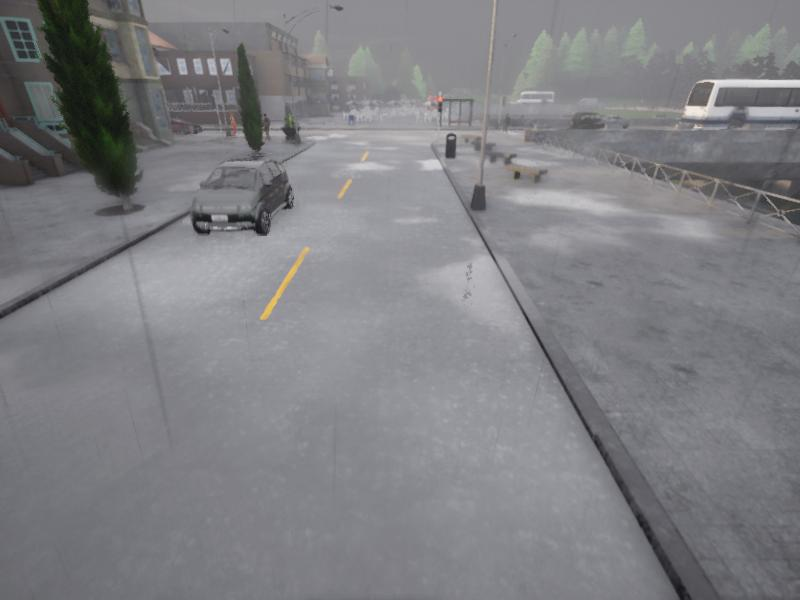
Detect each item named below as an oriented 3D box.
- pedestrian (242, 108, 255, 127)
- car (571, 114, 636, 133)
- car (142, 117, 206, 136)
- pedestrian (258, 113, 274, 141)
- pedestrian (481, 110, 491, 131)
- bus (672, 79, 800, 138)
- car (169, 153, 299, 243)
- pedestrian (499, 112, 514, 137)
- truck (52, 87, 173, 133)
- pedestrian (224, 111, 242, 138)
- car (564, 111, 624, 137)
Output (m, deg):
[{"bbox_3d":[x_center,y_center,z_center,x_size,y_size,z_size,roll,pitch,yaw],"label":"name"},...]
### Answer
[{"bbox_3d":[-16.013,-19.314,42.326,0.751,1.860,0.751,16,31,28],"label":"pedestrian"},{"bbox_3d":[19.260,-16.828,38.110,4.902,1.511,2.128,1,27,1],"label":"car"},{"bbox_3d":[-19.664,-15.134,34.939,4.181,1.385,1.994,0,27,1],"label":"car"},{"bbox_3d":[-9.732,-12.579,29.096,0.751,1.860,0.751,-12,29,-22],"label":"pedestrian"},{"bbox_3d":[8.325,-17.360,38.716,0.751,1.860,0.751,7,28,14],"label":"pedestrian"},{"bbox_3d":[30.252,-16.365,34.178,10.273,4.253,3.944,1,27,2],"label":"bus"},{"bbox_3d":[-4.072,-2.859,10.618,1.789,1.549,3.705,0,27,0],"label":"car"},{"bbox_3d":[8.855,-14.634,33.361,0.751,1.860,0.751,-5,27,-10],"label":"pedestrian"},{"bbox_3d":[-26.992,-18.078,38.017,8.468,3.827,2.891,0,27,0],"label":"truck"},{"bbox_3d":[-13.186,-13.853,31.600,0.751,1.860,0.751,22,34,36],"label":"pedestrian"},{"bbox_3d":[16.583,-15.150,34.395,3.866,1.878,1.905,-1,27,-1],"label":"car"}]
